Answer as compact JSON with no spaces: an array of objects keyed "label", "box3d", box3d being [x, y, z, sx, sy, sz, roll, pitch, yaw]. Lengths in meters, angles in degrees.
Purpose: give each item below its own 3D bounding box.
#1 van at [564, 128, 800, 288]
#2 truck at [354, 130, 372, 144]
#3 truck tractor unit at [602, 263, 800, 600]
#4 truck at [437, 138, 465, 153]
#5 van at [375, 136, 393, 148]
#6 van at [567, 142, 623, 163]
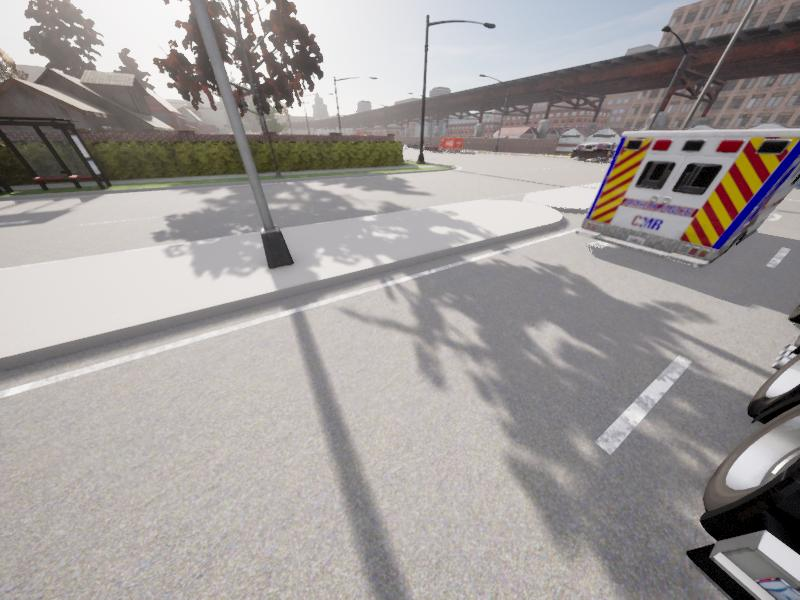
[{"label":"van","box3d":[7.637,-2.703,5.809,6.366,2.431,2.351,-18,39,-24]},{"label":"truck","box3d":[-12.960,-56.652,80.204,2.891,3.827,8.468,-18,40,-24]},{"label":"truck tractor unit","box3d":[5.109,-0.302,0.784,6.516,4.208,3.053,-18,39,-24]},{"label":"truck","box3d":[10.357,-31.949,47.704,2.627,2.467,5.204,-18,40,-24]},{"label":"van","box3d":[-4.443,-43.075,62.905,2.351,2.431,6.366,-18,40,-24]},{"label":"van","box3d":[23.848,-18.217,28.519,2.069,2.038,4.480,-18,37,-24]}]
